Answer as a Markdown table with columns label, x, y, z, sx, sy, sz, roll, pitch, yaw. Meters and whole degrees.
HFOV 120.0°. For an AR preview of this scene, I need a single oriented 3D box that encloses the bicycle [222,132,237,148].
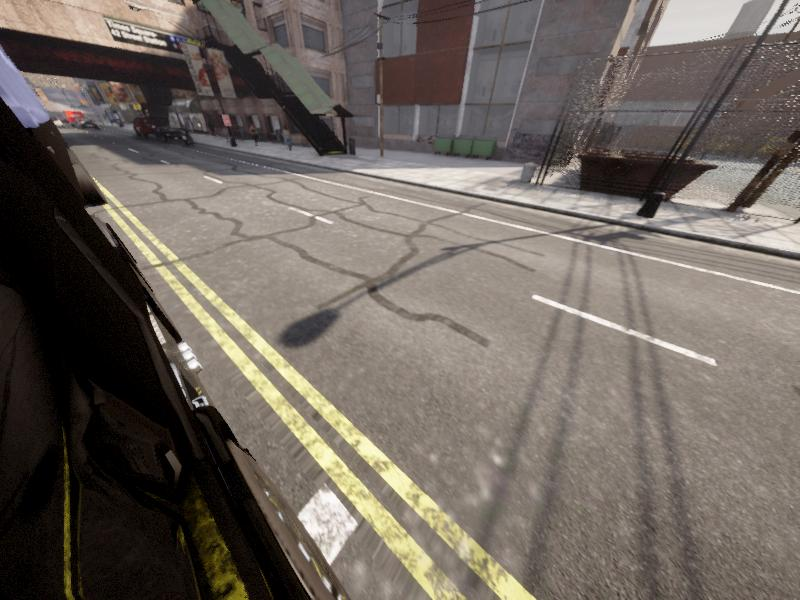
| label | x | y | z | sx | sy | sz | roll | pitch | yaw |
| --- | --- | --- | --- | --- | --- | --- | --- | --- | --- |
| bicycle | -15.811 | -14.859 | 21.441 | 1.643 | 1.024 | 0.373 | 26 | 33 | 28 |

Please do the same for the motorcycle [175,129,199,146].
| label | x | y | z | sx | sy | sz | roll | pitch | yaw |
| --- | --- | --- | --- | --- | --- | --- | --- | --- | --- |
| motorcycle | -20.712 | -15.893 | 22.548 | 0.764 | 1.277 | 2.356 | -12 | 39 | -19 |

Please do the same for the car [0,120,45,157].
| label | x | y | z | sx | sy | sz | roll | pitch | yaw |
| --- | --- | --- | --- | --- | --- | --- | --- | --- | --- |
| car | -24.480 | -10.170 | 14.393 | 5.238 | 1.638 | 1.930 | 27 | 43 | 29 |

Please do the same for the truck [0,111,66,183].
| label | x | y | z | sx | sy | sz | roll | pitch | yaw |
| --- | --- | --- | --- | --- | --- | --- | --- | --- | --- |
| truck | -16.917 | -6.564 | 9.645 | 6.274 | 2.098 | 2.390 | 27 | 43 | 29 |

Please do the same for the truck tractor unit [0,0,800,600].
| label | x | y | z | sx | sy | sz | roll | pitch | yaw |
| --- | --- | --- | --- | --- | --- | --- | --- | --- | --- |
| truck tractor unit | -2.645 | -0.295 | 0.351 | 6.516 | 4.208 | 3.053 | 28 | 44 | 30 |

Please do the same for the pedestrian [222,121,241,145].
| label | x | y | z | sx | sy | sz | roll | pitch | yaw |
| --- | --- | --- | --- | --- | --- | --- | --- | --- | --- |
| pedestrian | -16.449 | -16.290 | 22.598 | 0.751 | 1.860 | 0.751 | 25 | 42 | 27 |

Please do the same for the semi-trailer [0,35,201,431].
| label | x | y | z | sx | sy | sz | roll | pitch | yaw |
| --- | --- | --- | --- | --- | --- | --- | --- | --- | --- |
| semi-trailer | -8.660 | -3.624 | 4.275 | 14.254 | 4.402 | 2.717 | 29 | 44 | 30 |

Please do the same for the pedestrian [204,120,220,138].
| label | x | y | z | sx | sy | sz | roll | pitch | yaw |
| --- | --- | --- | --- | --- | --- | --- | --- | --- | --- |
| pedestrian | -24.899 | -22.643 | 30.586 | 0.751 | 1.860 | 0.751 | 21 | 41 | 23 |

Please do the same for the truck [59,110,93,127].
| label | x | y | z | sx | sy | sz | roll | pitch | yaw |
| --- | --- | --- | --- | --- | --- | --- | --- | --- | --- |
| truck | -63.710 | -35.664 | 45.431 | 5.204 | 2.467 | 2.627 | 27 | 43 | 29 |

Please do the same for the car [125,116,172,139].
| label | x | y | z | sx | sy | sz | roll | pitch | yaw |
| --- | --- | --- | --- | --- | --- | --- | --- | --- | --- |
| car | -31.631 | -21.689 | 29.044 | 5.566 | 2.045 | 2.435 | 26 | 43 | 28 |

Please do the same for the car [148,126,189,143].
| label | x | y | z | sx | sy | sz | roll | pitch | yaw |
| --- | --- | --- | --- | --- | --- | --- | --- | --- | --- |
| car | -25.820 | -18.500 | 25.742 | 4.718 | 1.301 | 1.895 | 26 | 43 | 28 |

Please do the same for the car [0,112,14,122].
| label | x | y | z | sx | sy | sz | roll | pitch | yaw |
| --- | --- | --- | --- | --- | --- | --- | --- | --- | --- |
| car | -94.120 | -42.521 | 53.539 | 4.611 | 1.667 | 2.242 | 4 | 37 | 1 |

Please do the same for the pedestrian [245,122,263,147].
| label | x | y | z | sx | sy | sz | roll | pitch | yaw |
| --- | --- | --- | --- | --- | --- | --- | --- | --- | --- |
| pedestrian | -13.636 | -15.431 | 21.619 | 0.751 | 1.860 | 0.751 | 28 | 44 | 30 |

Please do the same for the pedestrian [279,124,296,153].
| label | x | y | z | sx | sy | sz | roll | pitch | yaw |
| --- | --- | --- | --- | --- | --- | --- | --- | --- | --- |
| pedestrian | -9.233 | -13.265 | 18.989 | 0.751 | 1.860 | 0.751 | -21 | 43 | -29 |
